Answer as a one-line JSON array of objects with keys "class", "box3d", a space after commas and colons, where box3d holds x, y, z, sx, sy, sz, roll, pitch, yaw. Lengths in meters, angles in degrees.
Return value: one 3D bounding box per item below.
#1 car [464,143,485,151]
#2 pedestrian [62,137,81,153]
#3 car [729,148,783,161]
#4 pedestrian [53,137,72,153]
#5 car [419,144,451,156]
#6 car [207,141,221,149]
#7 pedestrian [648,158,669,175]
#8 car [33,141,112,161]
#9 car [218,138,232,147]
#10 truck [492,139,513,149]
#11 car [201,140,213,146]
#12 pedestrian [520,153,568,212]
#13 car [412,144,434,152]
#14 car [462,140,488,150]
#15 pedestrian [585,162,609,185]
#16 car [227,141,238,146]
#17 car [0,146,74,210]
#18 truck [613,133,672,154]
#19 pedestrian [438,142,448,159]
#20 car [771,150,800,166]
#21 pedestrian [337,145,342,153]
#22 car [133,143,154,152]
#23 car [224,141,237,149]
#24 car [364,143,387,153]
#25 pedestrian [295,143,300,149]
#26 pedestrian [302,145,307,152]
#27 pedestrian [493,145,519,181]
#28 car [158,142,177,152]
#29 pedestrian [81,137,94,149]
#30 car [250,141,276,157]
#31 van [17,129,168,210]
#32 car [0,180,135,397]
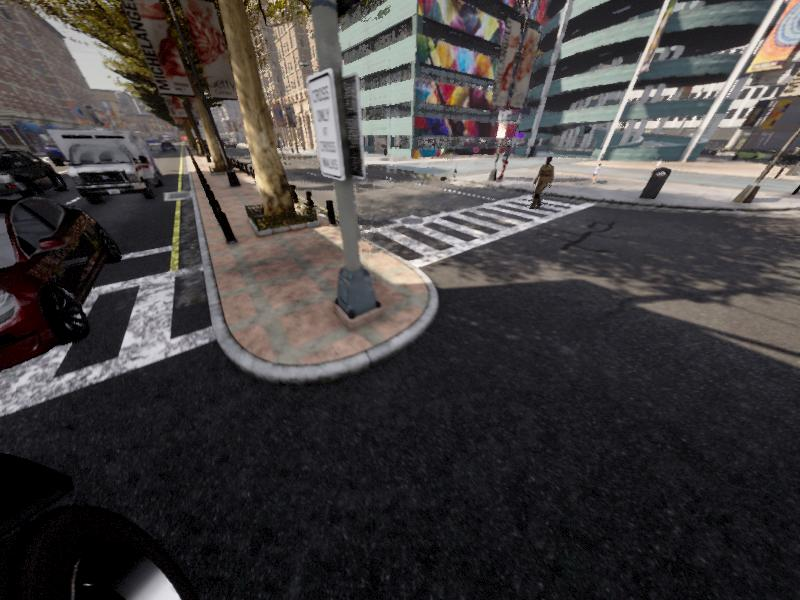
[{"class": "car", "box3d": [18.924, -39.153, 58.963, 2.007, 1.523, 4.514, -23, 41, -30]}, {"class": "pedestrian", "box3d": [-48.868, -23.088, 34.412, 0.751, 1.860, 0.751, -24, 42, -31]}, {"class": "car", "box3d": [56.730, -23.321, 37.000, 2.007, 1.525, 4.514, 6, 35, 8]}, {"class": "pedestrian", "box3d": [-49.529, -22.734, 33.896, 0.751, 1.860, 0.751, 28, 43, 33]}, {"class": "car", "box3d": [5.672, -24.760, 38.038, 2.128, 1.511, 4.902, -23, 41, -30]}, {"class": "car", "box3d": [-44.524, -37.138, 55.250, 1.837, 1.490, 4.892, -23, 41, -30]}, {"class": "pedestrian", "box3d": [19.663, -10.182, 17.597, 0.500, 1.100, 0.500, -18, 39, -24]}, {"class": "car", "box3d": [-35.451, -16.254, 25.180, 4.553, 1.767, 2.097, -1, 35, -2]}, {"class": "car", "box3d": [-48.560, -43.690, 64.120, 2.150, 2.045, 5.566, -23, 41, -30]}, {"class": "truck", "box3d": [32.339, -49.410, 73.161, 2.627, 2.467, 5.204, -23, 41, -30]}, {"class": "car", "box3d": [-59.823, -48.639, 71.569, 2.128, 1.511, 4.902, -23, 41, -30]}, {"class": "pedestrian", "box3d": [5.345, -4.399, 8.689, 0.751, 1.860, 0.751, -20, 40, -27]}, {"class": "car", "box3d": [4.797, -32.369, 49.094, 1.895, 1.301, 4.718, -23, 41, -30]}, {"class": "car", "box3d": [18.963, -39.448, 58.701, 2.435, 2.045, 5.566, -23, 41, -30]}, {"class": "pedestrian", "box3d": [11.486, -7.398, 13.481, 0.500, 1.100, 0.500, -16, 38, -22]}, {"class": "car", "box3d": [-53.902, -50.468, 74.401, 1.895, 1.301, 4.718, -23, 41, -30]}, {"class": "car", "box3d": [-16.101, -5.075, 9.361, 1.932, 1.855, 4.605, -23, 42, -30]}, {"class": "truck", "box3d": [56.944, -37.088, 54.670, 2.891, 3.827, 8.468, -16, 38, -22]}, {"class": "pedestrian", "box3d": [5.424, -19.024, 29.401, 0.751, 1.860, 0.751, 23, 41, 29]}, {"class": "car", "box3d": [49.872, -17.834, 28.943, 1.789, 1.549, 3.705, 16, 37, 21]}, {"class": "pedestrian", "box3d": [-10.641, -26.613, 40.708, 0.500, 1.100, 0.500, 18, 38, 23]}, {"class": "car", "box3d": [-47.180, -28.244, 42.626, 1.895, 1.301, 4.718, -23, 41, -30]}, {"class": "car", "box3d": [-42.169, -38.608, 57.492, 1.970, 1.475, 3.806, -23, 41, -30]}, {"class": "car", "box3d": [-4.655, -28.623, 43.492, 2.161, 1.482, 4.786, -23, 41, -30]}, {"class": "pedestrian", "box3d": [-22.700, -34.045, 51.186, 0.500, 1.100, 0.500, -22, 41, -29]}, {"class": "pedestrian", "box3d": [-17.014, -26.924, 41.059, 0.500, 1.100, 0.500, -20, 40, -27]}, {"class": "pedestrian", "box3d": [6.532, -8.517, 14.348, 0.751, 1.860, 0.751, -16, 38, -22]}, {"class": "car", "box3d": [-42.297, -27.914, 42.104, 1.812, 1.442, 4.674, -23, 41, -30]}, {"class": "pedestrian", "box3d": [-61.167, -30.756, 45.226, 0.751, 1.860, 0.751, -27, 43, -33]}, {"class": "car", "box3d": [-20.017, -22.123, 33.756, 1.932, 1.855, 4.605, -23, 42, -30]}, {"class": "van", "box3d": [-12.945, -6.203, 10.548, 2.351, 2.431, 6.366, -23, 41, -30]}, {"class": "car", "box3d": [-6.049, -0.513, 3.319, 2.163, 1.488, 4.792, -24, 42, -31]}]
